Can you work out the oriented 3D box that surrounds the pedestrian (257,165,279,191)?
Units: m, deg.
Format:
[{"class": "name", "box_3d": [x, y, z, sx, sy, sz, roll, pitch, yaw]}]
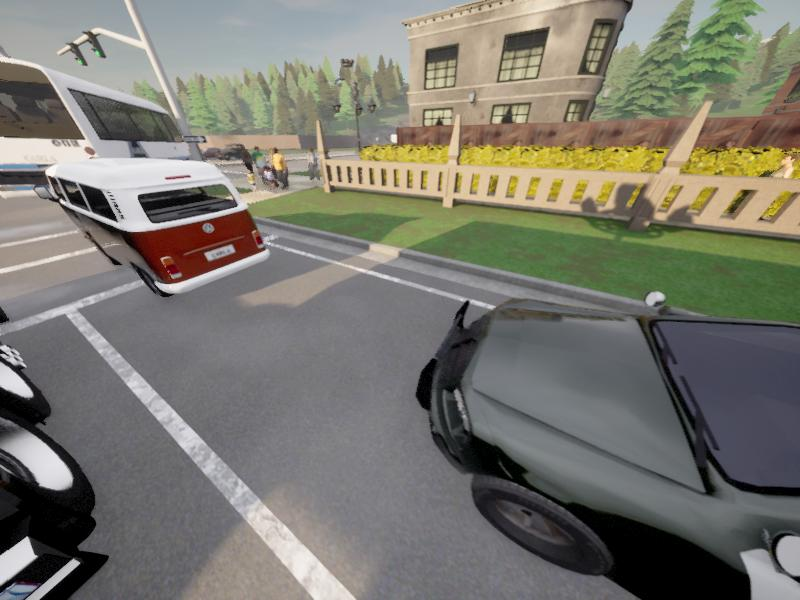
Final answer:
[{"class": "pedestrian", "box_3d": [-6.553, -6.066, 11.491, 0.500, 1.100, 0.500, 22, 40, 28]}]

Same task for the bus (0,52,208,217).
[{"class": "bus", "box_3d": [-13.951, -7.577, 11.249, 3.944, 4.253, 10.273, -11, 35, -19]}]

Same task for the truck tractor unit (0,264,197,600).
[{"class": "truck tractor unit", "box_3d": [-5.109, -0.303, 0.774, 6.516, 4.208, 3.053, 18, 39, 24]}]

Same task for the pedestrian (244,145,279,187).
[{"class": "pedestrian", "box_3d": [-7.230, -7.021, 12.132, 0.751, 1.860, 0.751, 16, 38, 23]}]

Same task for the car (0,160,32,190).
[{"class": "car", "box_3d": [-24.127, -6.588, 12.453, 1.994, 1.385, 4.181, 18, 39, 24]}]

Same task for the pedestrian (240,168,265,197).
[{"class": "pedestrian", "box_3d": [-6.538, -5.237, 10.301, 0.500, 1.100, 0.500, -5, 35, -7]}]

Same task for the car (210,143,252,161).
[{"class": "car", "box_3d": [-23.328, -20.513, 31.986, 1.905, 1.878, 3.866, 18, 39, 25]}]

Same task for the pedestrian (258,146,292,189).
[{"class": "pedestrian", "box_3d": [-6.367, -6.773, 11.839, 0.751, 1.860, 0.751, 15, 38, 21]}]

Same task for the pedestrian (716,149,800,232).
[{"class": "pedestrian", "box_3d": [9.844, -2.921, 6.179, 0.751, 1.860, 0.751, 24, 42, 31]}]

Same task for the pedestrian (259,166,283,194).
[{"class": "pedestrian", "box_3d": [-6.120, -5.724, 10.996, 0.500, 1.100, 0.500, 19, 39, 26]}]

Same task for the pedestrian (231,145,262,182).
[{"class": "pedestrian", "box_3d": [-9.167, -8.209, 13.869, 0.751, 1.860, 0.751, 18, 39, 24]}]

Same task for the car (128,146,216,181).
[{"class": "car", "box_3d": [-16.621, -10.210, 17.138, 1.905, 1.878, 3.866, 19, 39, 26]}]

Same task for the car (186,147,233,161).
[{"class": "car", "box_3d": [-26.893, -20.799, 32.816, 1.812, 1.442, 4.674, 18, 39, 25]}]

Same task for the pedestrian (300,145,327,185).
[{"class": "pedestrian", "box_3d": [-4.881, -7.644, 13.078, 0.751, 1.860, 0.751, 15, 38, 21]}]

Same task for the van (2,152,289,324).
[{"class": "van", "box_3d": [-4.851, -1.640, 4.614, 4.480, 2.038, 2.069, 19, 39, 25]}]

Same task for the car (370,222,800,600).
[{"class": "car", "box_3d": [2.529, 0.982, 1.231, 4.974, 1.542, 2.038, 18, 39, 24]}]

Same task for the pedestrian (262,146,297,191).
[{"class": "pedestrian", "box_3d": [-5.873, -6.462, 11.389, 0.751, 1.860, 0.751, 9, 36, 13]}]
